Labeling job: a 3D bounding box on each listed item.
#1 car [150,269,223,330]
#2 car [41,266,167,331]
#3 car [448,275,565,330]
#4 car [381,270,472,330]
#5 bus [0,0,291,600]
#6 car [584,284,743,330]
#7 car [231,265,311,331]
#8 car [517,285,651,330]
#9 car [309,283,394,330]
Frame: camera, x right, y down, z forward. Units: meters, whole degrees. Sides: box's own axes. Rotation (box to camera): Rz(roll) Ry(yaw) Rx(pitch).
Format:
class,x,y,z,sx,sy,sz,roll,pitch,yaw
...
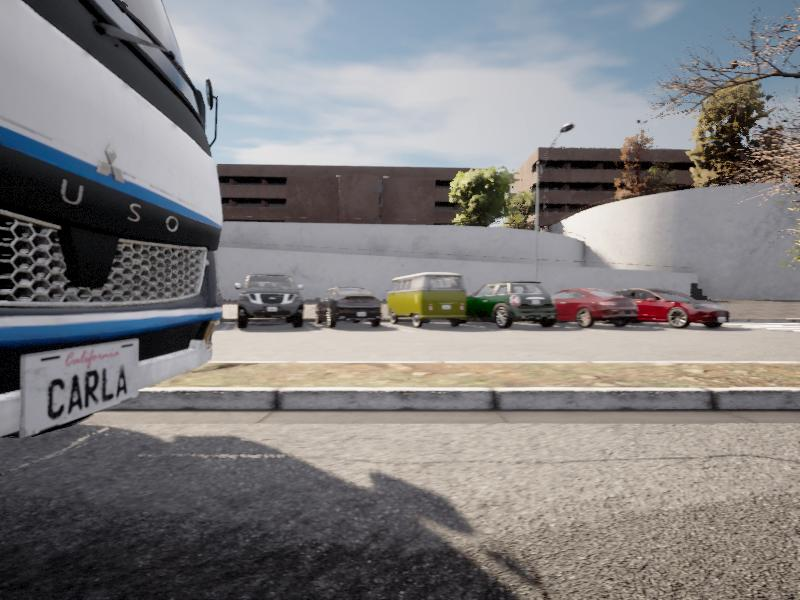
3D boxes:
class,x,y,z,sx,sy,sz,roll,pitch,yaw
car,-8.023,0.007,15.457,1.878,1.987,4.442,1,-1,-20
car,-11.066,-0.018,15.593,2.435,2.045,5.566,0,-1,-20
car,3.873,0.113,15.526,2.185,1.767,4.553,0,-1,-20
car,0.838,0.013,15.668,1.878,1.987,4.442,0,-1,-20
bus,-6.173,-1.137,1.822,10.273,4.253,3.944,0,0,0
car,9.864,0.270,15.525,2.163,1.488,4.792,1,-1,-20
car,-5.070,-0.016,15.538,2.435,2.045,5.566,1,-1,-20
car,6.845,0.280,15.548,2.002,1.452,4.674,0,-1,-20
car,-2.102,0.237,15.552,2.231,1.521,4.892,0,-1,-20
